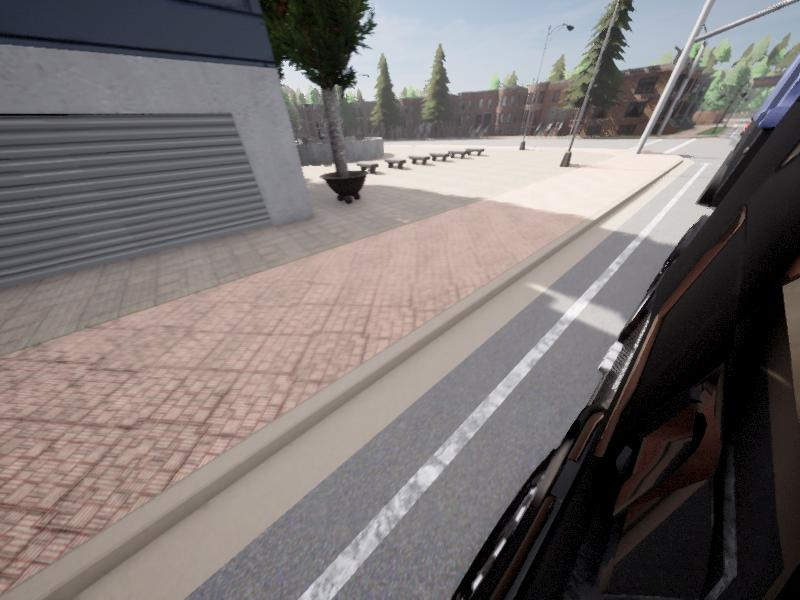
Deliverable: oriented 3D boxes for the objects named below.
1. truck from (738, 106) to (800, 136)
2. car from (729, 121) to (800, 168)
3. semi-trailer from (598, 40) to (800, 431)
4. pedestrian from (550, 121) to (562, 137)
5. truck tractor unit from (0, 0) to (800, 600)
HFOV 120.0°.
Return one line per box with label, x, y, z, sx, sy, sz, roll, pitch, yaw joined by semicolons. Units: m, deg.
truck;40.824;-19.916;25.728;5.204;2.467;2.627;-28;44;-30
car;19.690;-8.316;12.197;5.238;1.638;1.930;-28;44;-30
semi-trailer;8.695;-3.601;4.241;14.254;4.402;2.717;-28;44;-30
pedestrian;23.350;-25.579;34.627;0.751;1.860;0.751;-28;44;-30
truck tractor unit;2.645;-0.295;0.351;6.516;4.208;3.053;-28;44;-30
